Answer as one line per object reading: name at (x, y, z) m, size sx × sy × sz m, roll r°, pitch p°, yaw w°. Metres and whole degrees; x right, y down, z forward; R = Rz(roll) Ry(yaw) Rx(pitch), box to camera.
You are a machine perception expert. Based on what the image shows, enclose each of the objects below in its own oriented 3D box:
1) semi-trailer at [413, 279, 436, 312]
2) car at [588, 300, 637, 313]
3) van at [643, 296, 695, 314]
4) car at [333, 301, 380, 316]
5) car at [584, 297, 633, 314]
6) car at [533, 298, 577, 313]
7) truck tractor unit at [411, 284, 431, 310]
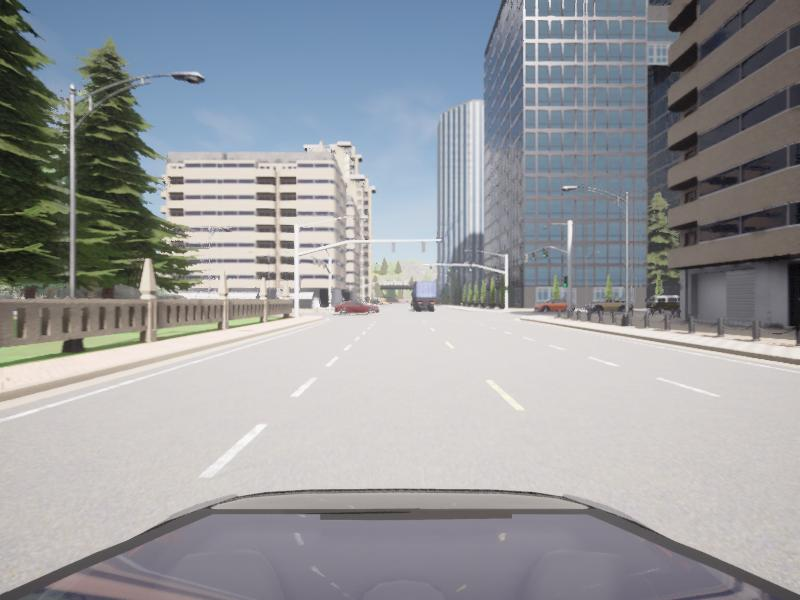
semi-trailer at (3.498, -0.603, 60.544) m, size 2.717 × 4.402 × 14.254 m, roll 0°, pitch 0°, yaw 0°
car at (25.771, 0.793, 48.681) m, size 4.902 × 1.511 × 2.128 m, roll 0°, pitch 0°, yaw 0°
van at (30.297, 0.527, 45.155) m, size 4.480 × 2.038 × 2.069 m, roll 0°, pitch 0°, yaw 0°
car at (-4.536, 0.862, 41.860) m, size 4.674 × 1.442 × 1.812 m, roll 0°, pitch 0°, yaw 1°
car at (23.509, 0.608, 45.193) m, size 4.605 × 1.855 × 1.932 m, roll 0°, pitch 0°, yaw 0°
car at (18.821, 0.651, 48.735) m, size 4.553 × 1.767 × 2.097 m, roll 0°, pitch 0°, yaw 1°
truck tractor unit at (3.487, -0.505, 68.462) m, size 3.053 × 4.208 × 6.516 m, roll 0°, pitch 0°, yaw 0°
